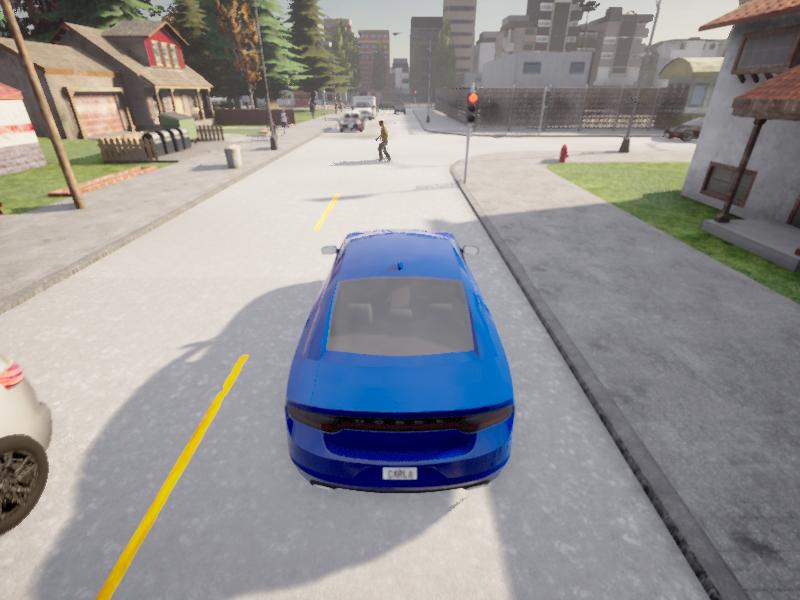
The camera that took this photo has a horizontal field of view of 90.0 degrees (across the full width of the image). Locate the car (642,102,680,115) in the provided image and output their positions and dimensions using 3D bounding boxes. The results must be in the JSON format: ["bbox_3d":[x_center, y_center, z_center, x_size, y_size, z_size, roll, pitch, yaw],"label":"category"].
[{"bbox_3d":[35.286,-25.941,54.257,3.633,1.501,1.845,0,28,0],"label":"car"}]

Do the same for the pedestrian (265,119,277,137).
[{"bbox_3d":[-9.025,-12.035,27.998,0.500,1.100,0.500,3,28,6],"label":"pedestrian"}]

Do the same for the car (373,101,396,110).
[{"bbox_3d":[-2.969,-37.346,76.854,3.806,1.475,1.970,18,33,31],"label":"car"}]

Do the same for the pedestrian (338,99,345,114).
[{"bbox_3d":[-7.957,-26.421,54.697,0.751,1.860,0.751,-8,29,-15],"label":"pedestrian"}]

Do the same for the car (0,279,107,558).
[{"bbox_3d":[-4.001,1.640,1.499,2.242,1.667,4.611,0,28,0],"label":"car"}]

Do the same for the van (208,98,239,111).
[{"bbox_3d":[-32.693,-36.328,74.215,4.480,2.038,2.069,0,28,0],"label":"van"}]

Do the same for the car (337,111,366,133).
[{"bbox_3d":[-3.946,-14.716,32.996,1.970,1.475,3.806,-1,28,-1],"label":"car"}]

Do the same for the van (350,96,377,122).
[{"bbox_3d":[-4.007,-21.495,44.939,2.351,2.431,6.366,0,28,0],"label":"van"}]

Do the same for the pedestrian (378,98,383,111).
[{"bbox_3d":[-3.140,-31.959,65.516,0.751,1.860,0.751,1,28,2],"label":"pedestrian"}]

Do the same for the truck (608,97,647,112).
[{"bbox_3d":[35.037,-30.165,61.798,4.478,2.038,2.069,0,28,0],"label":"truck"}]

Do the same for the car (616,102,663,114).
[{"bbox_3d":[34.873,-28.054,58.433,5.357,1.415,2.033,0,28,0],"label":"car"}]

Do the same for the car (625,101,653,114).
[{"bbox_3d":[34.713,-28.012,58.198,1.789,1.547,3.705,0,28,0],"label":"car"}]

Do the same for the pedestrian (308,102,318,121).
[{"bbox_3d":[-9.161,-19.828,42.084,0.751,1.860,0.751,0,28,0],"label":"pedestrian"}]

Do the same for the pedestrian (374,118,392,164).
[{"bbox_3d":[-0.795,-7.284,18.314,0.751,1.860,0.751,-2,28,-4],"label":"pedestrian"}]

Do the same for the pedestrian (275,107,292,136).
[{"bbox_3d":[-8.274,-12.707,28.463,0.751,1.860,0.751,3,28,6],"label":"pedestrian"}]

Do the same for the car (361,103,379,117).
[{"bbox_3d":[-3.980,-25.467,53.510,2.007,1.525,4.514,0,28,0],"label":"car"}]

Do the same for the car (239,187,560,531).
[{"bbox_3d":[0.000,-0.072,4.919,1.882,1.535,5.008,0,28,0],"label":"car"}]

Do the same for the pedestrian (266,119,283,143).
[{"bbox_3d":[-7.841,-10.582,25.002,0.751,1.300,0.751,-3,28,-5],"label":"pedestrian"}]

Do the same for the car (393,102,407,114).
[{"bbox_3d":[-0.004,-28.023,58.390,1.845,1.501,3.633,0,27,0],"label":"car"}]

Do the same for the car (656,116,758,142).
[{"bbox_3d":[20.411,-11.484,26.808,4.792,1.488,2.163,0,28,0],"label":"car"}]
